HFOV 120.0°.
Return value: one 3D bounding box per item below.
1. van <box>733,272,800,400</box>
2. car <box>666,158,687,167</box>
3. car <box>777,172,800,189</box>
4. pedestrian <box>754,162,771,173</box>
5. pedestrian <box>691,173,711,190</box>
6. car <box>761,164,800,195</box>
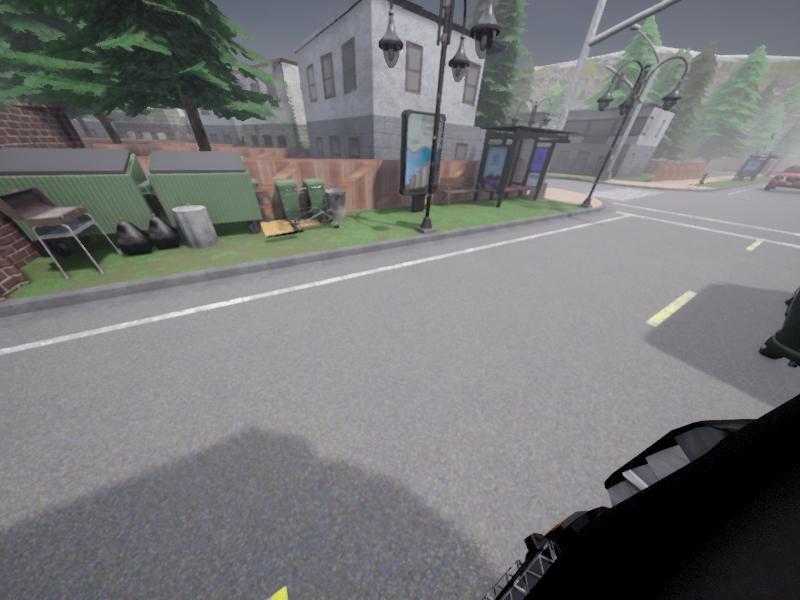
[{"bbox_3d":[6.539,-0.092,2.655,4.442,1.987,1.775,-16,38,-26],"label":"van"},{"bbox_3d":[70.504,-34.955,58.850,4.605,1.855,1.932,-17,39,-27],"label":"car"},{"bbox_3d":[41.485,-12.306,23.790,4.181,1.385,1.994,-16,38,-26],"label":"car"},{"bbox_3d":[74.136,-27.047,47.220,0.751,1.860,0.751,13,35,15],"label":"pedestrian"},{"bbox_3d":[23.260,-9.199,17.859,0.500,1.100,0.500,-22,41,-32],"label":"pedestrian"},{"bbox_3d":[34.588,-10.567,20.122,5.566,2.045,2.150,-16,38,-26],"label":"car"}]
